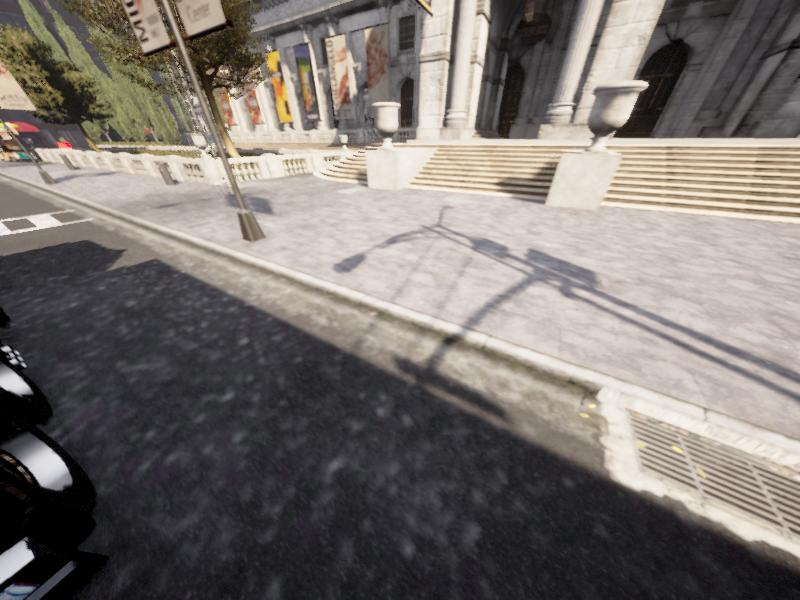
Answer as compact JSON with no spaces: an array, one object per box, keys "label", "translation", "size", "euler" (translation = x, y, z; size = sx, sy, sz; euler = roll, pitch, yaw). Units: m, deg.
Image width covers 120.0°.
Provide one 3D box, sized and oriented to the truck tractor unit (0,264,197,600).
[{"label":"truck tractor unit","translation":[-5.112,-0.300,0.781],"size":[6.516,4.208,3.053],"euler":[18,39,24]}]
